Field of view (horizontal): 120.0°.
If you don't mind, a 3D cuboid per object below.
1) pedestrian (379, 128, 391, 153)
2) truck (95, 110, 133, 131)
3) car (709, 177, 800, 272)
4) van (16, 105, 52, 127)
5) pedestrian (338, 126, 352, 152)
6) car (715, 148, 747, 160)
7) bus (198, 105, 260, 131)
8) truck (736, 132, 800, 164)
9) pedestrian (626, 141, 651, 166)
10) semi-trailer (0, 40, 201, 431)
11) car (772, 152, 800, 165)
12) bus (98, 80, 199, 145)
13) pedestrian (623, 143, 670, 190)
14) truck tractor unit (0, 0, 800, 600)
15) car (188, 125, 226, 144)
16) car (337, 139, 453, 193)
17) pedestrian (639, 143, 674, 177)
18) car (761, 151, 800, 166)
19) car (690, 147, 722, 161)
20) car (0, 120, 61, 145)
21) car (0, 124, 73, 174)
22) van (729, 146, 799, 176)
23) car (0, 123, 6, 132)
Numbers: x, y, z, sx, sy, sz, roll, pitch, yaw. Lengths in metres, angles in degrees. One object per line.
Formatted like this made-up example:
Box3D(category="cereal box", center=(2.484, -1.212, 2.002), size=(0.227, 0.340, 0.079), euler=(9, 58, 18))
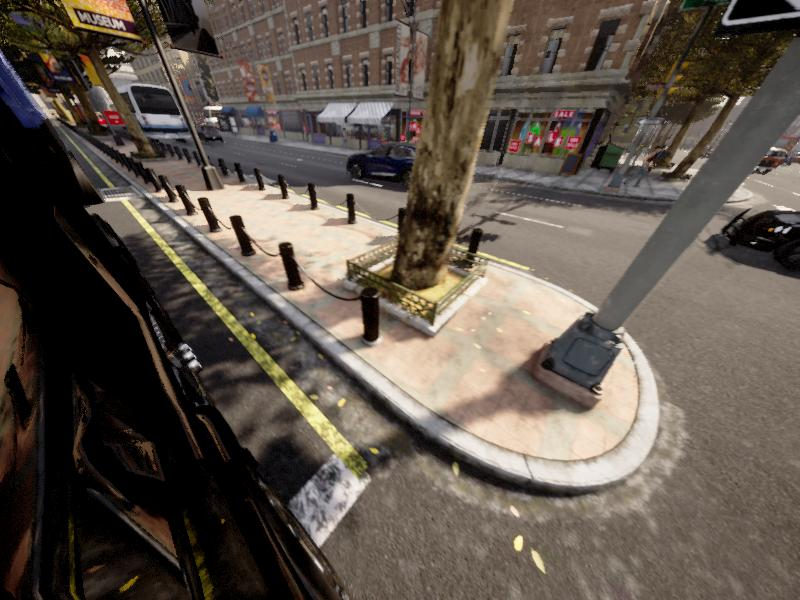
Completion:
Box3D(category="pedestrian", center=(-1.432, -14.937, 21.668), size=(0.751, 1.860, 0.751), euler=(27, 43, 28))
Box3D(category="truck", center=(-46.988, -29.511, 37.923), size=(5.204, 2.467, 2.627), euler=(28, 44, 30))
Box3D(category="car", center=(10.515, -1.120, 4.566), size=(4.974, 1.542, 2.038), euler=(28, 43, 30))
Box3D(category="van", center=(-58.862, -29.631, 37.235), size=(5.915, 2.561, 1.988), euler=(28, 44, 30))
Box3D(category="pedestrian", center=(-4.970, -14.576, 20.952), size=(0.751, 1.860, 0.751), euler=(20, 40, 22))
Box3D(category="car", center=(56.439, -24.976, 39.478), size=(1.837, 1.490, 4.892), euler=(28, 43, 30))
Box3D(category="bus", center=(-40.099, -42.825, 54.661), size=(3.944, 4.253, 10.273), euler=(27, 43, 29))
Box3D(category="truck", center=(59.589, -24.763, 37.456), size=(2.891, 3.827, 8.468), euler=(28, 43, 30))
Box3D(category="pedestrian", center=(21.843, -13.464, 21.234), size=(0.751, 1.860, 0.751), euler=(23, 41, 25))
Box3D(category="semi-trailer", center=(-8.677, -3.623, 4.242), size=(14.254, 4.402, 2.717), euler=(28, 44, 30))
Box3D(category="car", center=(62.994, -22.895, 37.223), size=(1.970, 1.475, 3.806), euler=(28, 43, 30))
Box3D(category="bus", center=(-25.224, -18.513, 23.176), size=(10.273, 4.253, 3.944), euler=(28, 44, 30))
Box3D(category="pedestrian", center=(12.055, -6.540, 11.343), size=(0.751, 1.860, 0.751), euler=(-29, 47, -35))
Box3D(category="truck tractor unit", center=(-2.645, -0.295, 0.351), size=(6.516, 4.208, 3.053), euler=(28, 44, 30))
Box3D(category="car", center=(-20.774, -17.851, 24.854), size=(3.633, 1.501, 1.845), euler=(28, 44, 30))
Box3D(category="car", center=(-0.311, -6.482, 10.939), size=(4.856, 1.649, 2.033), euler=(21, 40, 22))
Box3D(category="pedestrian", center=(17.229, -9.457, 15.578), size=(0.751, 1.860, 0.751), euler=(28, 43, 29))
Box3D(category="car", center=(54.182, -20.153, 32.837), size=(1.789, 1.549, 3.705), euler=(28, 43, 30))
Box3D(category="car", center=(51.638, -24.878, 39.167), size=(2.152, 1.651, 5.027), euler=(28, 43, 30))
Box3D(category="car", center=(-29.651, -13.543, 18.631), size=(5.357, 1.411, 2.033), euler=(28, 44, 30))
Box3D(category="car", center=(-17.714, -7.214, 10.857), size=(4.974, 1.542, 2.038), euler=(28, 43, 30))
Box3D(category="van", center=(34.967, -13.621, 22.445), size=(2.069, 2.038, 4.480), euler=(28, 44, 29))
Box3D(category="car", center=(-45.455, -19.463, 25.081), size=(3.866, 1.878, 1.905), euler=(28, 44, 30))
